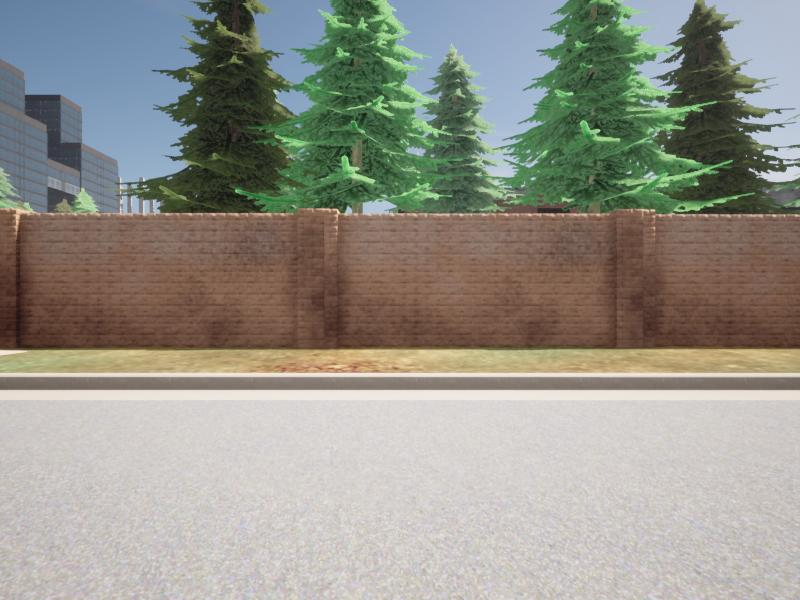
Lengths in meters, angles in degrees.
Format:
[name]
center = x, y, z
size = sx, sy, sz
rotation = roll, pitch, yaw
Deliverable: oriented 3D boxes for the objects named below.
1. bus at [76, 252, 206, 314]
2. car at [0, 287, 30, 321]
[bus]
center = -20.257, -1.131, 32.612
size = 3.944, 4.253, 10.273
rotation = 0, 0, 0
[car]
center = -20.327, 0.188, 18.973
size = 1.851, 1.617, 3.988
rotation = 0, 0, 0
